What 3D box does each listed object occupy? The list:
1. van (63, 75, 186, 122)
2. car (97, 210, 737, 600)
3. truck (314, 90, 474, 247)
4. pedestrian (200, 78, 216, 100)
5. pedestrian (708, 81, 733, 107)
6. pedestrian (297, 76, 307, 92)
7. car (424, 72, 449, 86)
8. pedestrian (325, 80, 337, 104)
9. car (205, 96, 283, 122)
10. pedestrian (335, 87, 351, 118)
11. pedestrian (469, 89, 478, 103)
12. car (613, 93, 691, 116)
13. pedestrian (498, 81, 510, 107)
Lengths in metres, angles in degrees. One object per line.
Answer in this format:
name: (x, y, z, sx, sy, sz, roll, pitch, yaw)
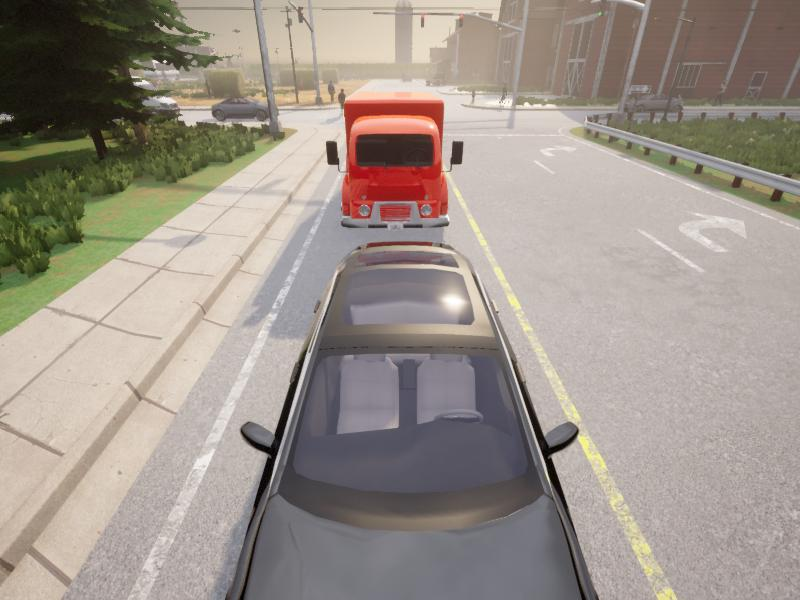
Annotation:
van: (-17.657, -13.101, 25.991, 5.915, 2.561, 1.988, 0, 30, 0)
car: (0.059, 0.761, 3.240, 2.128, 1.511, 4.902, 0, 30, 0)
truck: (-0.136, -3.421, 9.426, 2.627, 2.467, 5.204, -1, 30, -1)
pedestrian: (-18.720, -20.556, 39.031, 0.751, 1.860, 0.751, 11, 32, 18)
pedestrian: (26.078, -16.752, 32.591, 0.751, 1.860, 0.751, 1, 30, 2)
pedestrian: (-12.474, -27.606, 51.109, 0.751, 1.860, 0.751, 23, 37, 33)
car: (6.300, -37.972, 68.884, 1.905, 1.878, 3.866, -31, 40, -33)
pedestrian: (-6.058, -18.403, 35.356, 0.751, 1.860, 0.751, -10, 32, -17)
car: (-10.154, -12.596, 26.289, 4.181, 1.385, 1.994, 0, 30, 0)
pedestrian: (-3.843, -13.306, 26.951, 0.751, 1.860, 0.751, 4, 30, 6)
pedestrian: (6.629, -18.383, 36.075, 0.500, 1.100, 0.500, -19, 35, -29)
car: (18.377, -14.349, 29.308, 4.181, 1.385, 1.994, 0, 30, 0)
pedestrian: (8.491, -16.838, 32.707, 0.751, 1.860, 0.751, 6, 31, 10)
